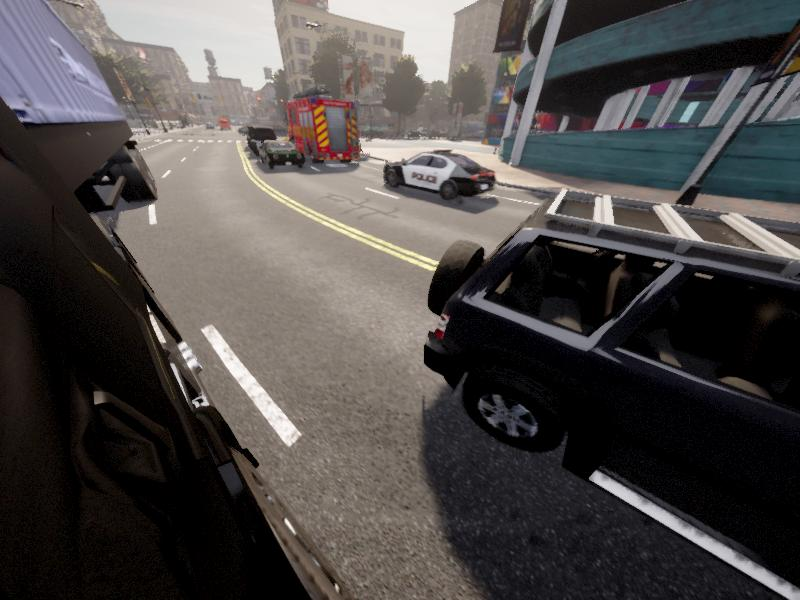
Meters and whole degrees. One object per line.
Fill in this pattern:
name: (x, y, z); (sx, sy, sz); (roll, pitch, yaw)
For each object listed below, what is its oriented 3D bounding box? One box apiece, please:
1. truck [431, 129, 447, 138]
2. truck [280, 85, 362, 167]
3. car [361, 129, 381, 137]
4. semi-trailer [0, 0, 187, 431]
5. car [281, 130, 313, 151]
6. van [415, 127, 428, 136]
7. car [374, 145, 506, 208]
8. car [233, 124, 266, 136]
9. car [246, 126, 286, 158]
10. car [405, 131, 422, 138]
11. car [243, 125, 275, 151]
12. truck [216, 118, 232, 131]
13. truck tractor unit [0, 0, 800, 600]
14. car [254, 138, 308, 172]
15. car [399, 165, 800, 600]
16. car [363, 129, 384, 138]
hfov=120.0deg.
truck: (13.200, -56.725, 78.698); (2.390, 2.098, 6.274); (-13, 39, -20)
truck: (-5.975, -12.577, 16.960); (2.891, 3.827, 8.468); (-19, 42, -26)
car: (-7.582, -43.941, 60.865); (4.892, 1.490, 1.837); (-17, 41, -25)
semi-trailer: (-8.008, -3.988, 4.820); (2.717, 4.402, 14.254); (-26, 45, -32)
car: (-10.705, -16.584, 23.936); (1.801, 1.575, 5.366); (-18, 41, -25)
van: (8.374, -66.490, 91.138); (1.988, 2.561, 5.915); (-19, 42, -26)
car: (1.359, -5.362, 9.631); (4.974, 1.542, 2.038); (32, 46, 33)
car: (-28.312, -32.080, 43.615); (2.242, 1.667, 4.611); (15, 38, 17)
car: (-10.678, -12.578, 18.308); (1.905, 1.878, 3.866); (-18, 41, -25)
car: (3.632, -45.174, 63.069); (3.988, 1.617, 1.851); (-18, 41, -25)
car: (-13.665, -15.692, 22.309); (1.905, 1.878, 3.866); (-18, 41, -25)
truck: (-46.712, -46.749, 61.560); (2.627, 2.467, 5.204); (-18, 41, -25)
truck tractor unit: (-2.645, -0.295, 0.351); (6.516, 4.208, 3.053); (28, 44, 30)
car: (-7.417, -9.019, 14.224); (1.895, 1.301, 4.718); (-20, 42, -27)
car: (2.462, 0.529, 1.508); (4.605, 1.855, 1.932); (24, 42, 26)
car: (-6.586, -41.843, 58.092); (4.902, 1.511, 2.128); (-18, 41, -25)
